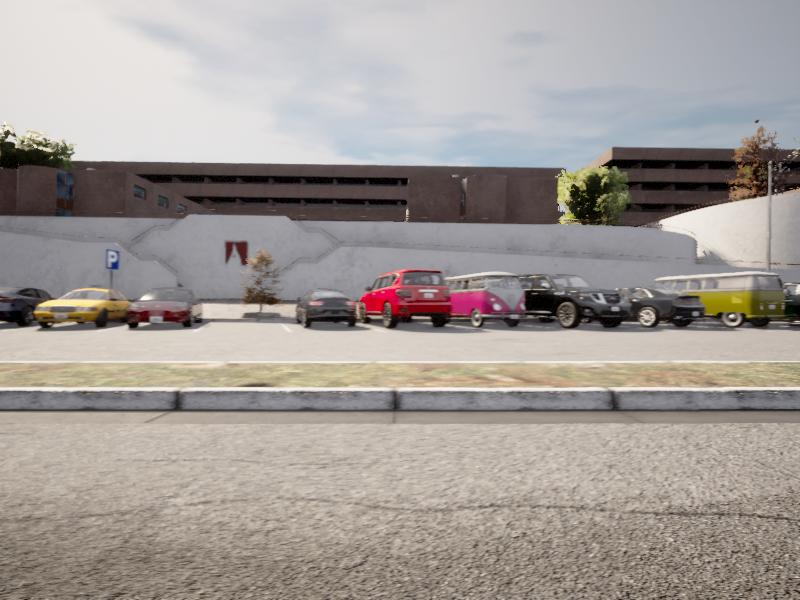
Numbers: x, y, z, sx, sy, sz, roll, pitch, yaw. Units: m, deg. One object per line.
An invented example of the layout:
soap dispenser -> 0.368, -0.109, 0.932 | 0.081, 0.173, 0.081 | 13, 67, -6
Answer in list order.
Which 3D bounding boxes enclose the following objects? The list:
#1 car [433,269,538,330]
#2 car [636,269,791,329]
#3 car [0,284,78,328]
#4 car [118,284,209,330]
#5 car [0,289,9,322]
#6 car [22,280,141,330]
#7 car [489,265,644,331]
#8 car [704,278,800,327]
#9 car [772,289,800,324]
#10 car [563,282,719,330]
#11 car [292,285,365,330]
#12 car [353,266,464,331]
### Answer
car -> 3.071, 0.009, 15.456 | 1.878, 1.987, 4.442 | 1, -1, -20
car -> 11.932, -0.001, 15.667 | 1.878, 1.987, 4.442 | 0, -1, -20
car -> -14.897, 0.227, 15.599 | 2.163, 1.488, 4.792 | 0, -1, -20
car -> -8.900, 0.255, 15.542 | 2.163, 1.488, 4.792 | 1, -1, -20
car -> -17.869, 0.212, 15.570 | 2.002, 1.452, 4.674 | 0, -1, -20
car -> -11.828, 0.208, 15.399 | 1.946, 1.575, 5.366 | 1, -1, -20
car -> 6.024, -0.020, 15.538 | 2.435, 2.045, 5.566 | 0, -1, -20
car -> 14.967, 0.093, 15.526 | 2.185, 1.767, 4.553 | 0, -1, -20
car -> 17.940, 0.255, 15.547 | 2.002, 1.452, 4.674 | 0, -1, -20
car -> 8.993, 0.229, 15.551 | 2.231, 1.521, 4.892 | 0, -1, -20
car -> -2.943, 0.278, 15.561 | 2.002, 1.452, 4.674 | 0, -1, -20
car -> 0.028, -0.012, 15.593 | 2.435, 2.045, 5.566 | 0, -1, -20
